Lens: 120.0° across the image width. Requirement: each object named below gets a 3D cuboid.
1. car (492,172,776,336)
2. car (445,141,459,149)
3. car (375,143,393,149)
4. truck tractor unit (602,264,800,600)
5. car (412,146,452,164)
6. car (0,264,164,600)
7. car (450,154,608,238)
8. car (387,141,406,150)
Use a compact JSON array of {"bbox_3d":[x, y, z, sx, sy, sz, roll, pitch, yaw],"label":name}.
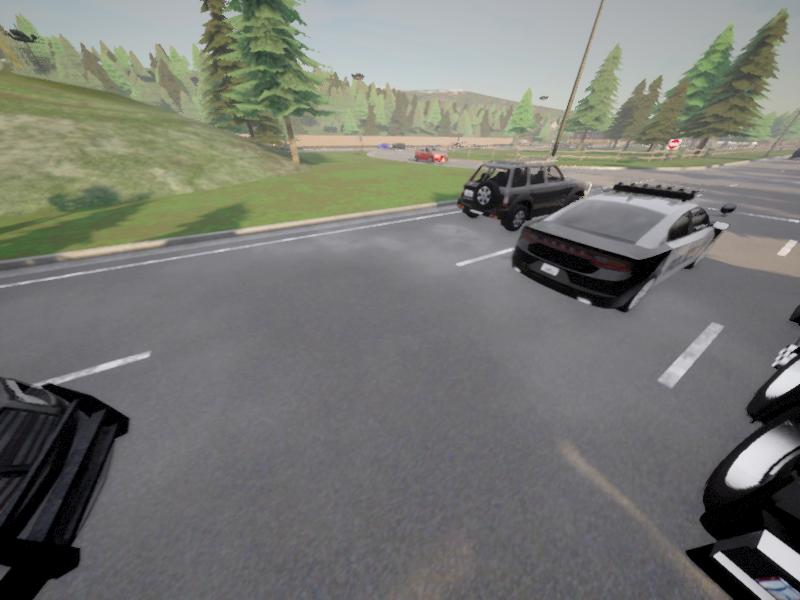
[{"bbox_3d":[4.601,-1.376,4.590,5.238,1.638,1.930,-18,39,-24],"label":"car"},{"bbox_3d":[16.026,-47.737,71.124,3.866,1.878,1.905,-18,39,-25],"label":"car"},{"bbox_3d":[-4.453,-43.147,64.700,4.514,1.525,2.007,-18,39,-25],"label":"car"},{"bbox_3d":[5.110,-0.301,0.782,6.516,4.208,3.053,-18,39,-24],"label":"truck tractor unit"},{"bbox_3d":[3.658,-17.246,27.367,2.242,1.667,4.611,-21,40,-27],"label":"car"},{"bbox_3d":[-4.268,1.560,0.376,4.974,1.542,2.038,-18,39,-25],"label":"car"},{"bbox_3d":[4.176,-3.644,7.638,4.605,1.855,1.932,-18,39,-24],"label":"car"},{"bbox_3d":[-0.874,-39.868,59.652,4.605,1.855,1.932,-18,39,-25],"label":"car"}]
